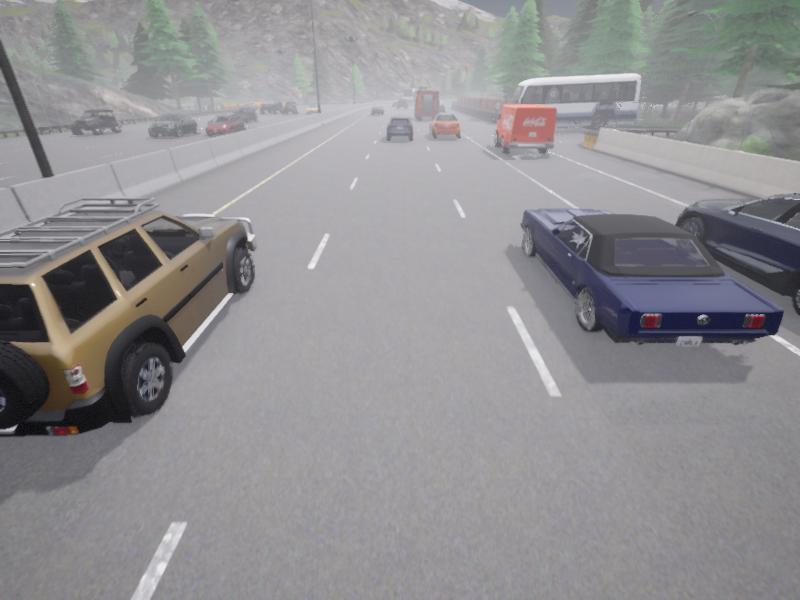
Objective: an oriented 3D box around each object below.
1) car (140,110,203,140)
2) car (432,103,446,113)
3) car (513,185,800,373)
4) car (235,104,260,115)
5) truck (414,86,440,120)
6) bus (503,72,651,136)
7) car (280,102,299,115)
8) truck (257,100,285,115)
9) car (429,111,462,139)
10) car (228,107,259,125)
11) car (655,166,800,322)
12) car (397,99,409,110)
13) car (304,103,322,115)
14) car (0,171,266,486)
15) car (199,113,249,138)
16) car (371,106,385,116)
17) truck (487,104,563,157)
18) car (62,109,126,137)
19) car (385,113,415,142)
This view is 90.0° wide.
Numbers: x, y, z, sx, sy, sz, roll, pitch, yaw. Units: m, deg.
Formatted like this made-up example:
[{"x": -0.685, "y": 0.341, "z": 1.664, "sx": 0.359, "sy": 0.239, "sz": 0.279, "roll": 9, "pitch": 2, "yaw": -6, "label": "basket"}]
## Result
[{"x": -17.494, "y": -13.577, "z": 30.906, "sx": 2.097, "sy": 1.767, "sz": 4.553, "roll": 0, "pitch": 27, "yaw": 0, "label": "car"}, {"x": 6.998, "y": -34.683, "z": 72.271, "sx": 2.163, "sy": 1.488, "sz": 4.792, "roll": 0, "pitch": 27, "yaw": 0, "label": "car"}, {"x": 3.507, "y": -0.771, "z": 6.689, "sx": 1.895, "sy": 1.301, "sz": 4.718, "roll": 0, "pitch": 27, "yaw": 0, "label": "car"}, {"x": -24.501, "y": -30.668, "z": 64.411, "sx": 2.128, "sy": 1.511, "sz": 4.902, "roll": 0, "pitch": 27, "yaw": 0, "label": "car"}, {"x": 3.509, "y": -26.641, "z": 54.102, "sx": 2.891, "sy": 3.827, "sz": 8.468, "roll": 0, "pitch": 27, "yaw": 0, "label": "truck"}, {"x": 14.462, "y": -16.633, "z": 34.051, "sx": 10.273, "sy": 4.253, "sz": 3.944, "roll": 0, "pitch": 28, "yaw": 5, "label": "bus"}, {"x": -17.501, "y": -30.434, "z": 63.517, "sx": 1.905, "sy": 1.878, "sz": 3.866, "roll": 0, "pitch": 27, "yaw": 0, "label": "car"}, {"x": -21.000, "y": -31.605, "z": 65.521, "sx": 2.390, "sy": 2.098, "sz": 6.274, "roll": 0, "pitch": 27, "yaw": 0, "label": "truck"}, {"x": 3.493, "y": -13.857, "z": 31.522, "sx": 2.097, "sy": 1.767, "sz": 4.553, "roll": 0, "pitch": 27, "yaw": 0, "label": "car"}, {"x": -17.514, "y": -20.770, "z": 45.063, "sx": 1.851, "sy": 1.617, "sz": 3.988, "roll": 0, "pitch": 27, "yaw": 0, "label": "car"}, {"x": 7.006, "y": -1.040, "z": 6.860, "sx": 2.033, "sy": 1.649, "sz": 4.856, "roll": 0, "pitch": 27, "yaw": 0, "label": "car"}, {"x": 0.710, "y": -43.073, "z": 87.907, "sx": 2.150, "sy": 2.045, "sz": 5.566, "roll": 3, "pitch": 27, "yaw": 6, "label": "car"}, {"x": -14.001, "y": -30.938, "z": 64.863, "sx": 1.801, "sy": 1.575, "sz": 5.366, "roll": 0, "pitch": 27, "yaw": 0, "label": "car"}, {"x": -3.490, "y": -0.275, "z": 5.065, "sx": 1.932, "sy": 1.855, "sz": 4.605, "roll": 0, "pitch": 27, "yaw": 0, "label": "car"}, {"x": -13.996, "y": -14.076, "z": 32.179, "sx": 2.007, "sy": 1.525, "sz": 4.514, "roll": 0, "pitch": 27, "yaw": 0, "label": "car"}, {"x": -3.501, "y": -30.127, "z": 63.587, "sx": 1.895, "sy": 1.301, "sz": 4.718, "roll": 0, "pitch": 27, "yaw": 0, "label": "car"}, {"x": 7.005, "y": -9.975, "z": 23.271, "sx": 2.627, "sy": 2.467, "sz": 5.204, "roll": 0, "pitch": 27, "yaw": 0, "label": "truck"}, {"x": -24.497, "y": -14.322, "z": 32.225, "sx": 1.905, "sy": 1.878, "sz": 3.866, "roll": 0, "pitch": 27, "yaw": 0, "label": "car"}, {"x": 0.000, "y": -13.155, "z": 30.334, "sx": 2.033, "sy": 1.649, "sz": 4.856, "roll": 0, "pitch": 28, "yaw": 0, "label": "car"}]
